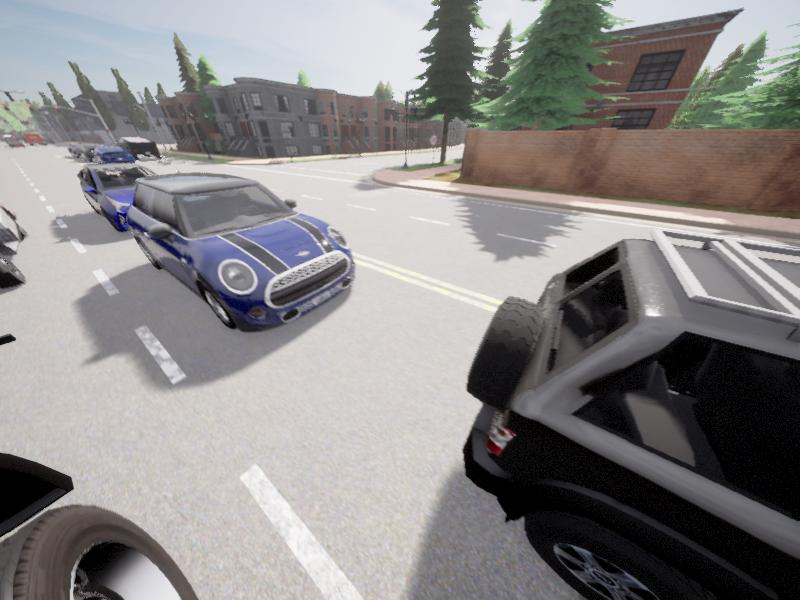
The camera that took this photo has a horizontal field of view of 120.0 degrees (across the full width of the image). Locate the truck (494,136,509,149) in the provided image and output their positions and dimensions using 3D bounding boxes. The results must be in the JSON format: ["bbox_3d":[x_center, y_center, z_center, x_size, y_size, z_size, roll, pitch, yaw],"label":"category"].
[{"bbox_3d":[25.416,-39.461,57.883,2.627,2.467,5.204,14,37,18],"label":"truck"}]

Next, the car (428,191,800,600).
[{"bbox_3d":[2.669,1.005,0.879,4.605,1.855,1.932,22,41,28],"label":"car"}]

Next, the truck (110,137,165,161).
[{"bbox_3d":[-30.048,-17.358,26.417,6.274,2.098,2.390,22,41,28],"label":"truck"}]

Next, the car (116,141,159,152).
[{"bbox_3d":[-46.274,-27.248,40.847,2.007,1.525,4.514,22,41,27],"label":"car"}]

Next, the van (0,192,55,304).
[{"bbox_3d":[-9.440,-1.697,4.119,6.366,2.431,2.351,22,41,28],"label":"van"}]

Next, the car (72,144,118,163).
[{"bbox_3d":[-31.835,-15.376,24.115,4.892,1.490,1.837,22,41,28],"label":"car"}]

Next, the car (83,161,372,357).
[{"bbox_3d":[-2.986,-1.268,4.121,4.553,1.767,2.097,22,41,28],"label":"car"}]

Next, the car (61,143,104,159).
[{"bbox_3d":[-38.089,-17.889,27.706,5.357,1.411,2.033,22,41,28],"label":"car"}]

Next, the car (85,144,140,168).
[{"bbox_3d":[-25.660,-12.876,20.590,5.008,1.535,1.882,22,41,28],"label":"car"}]

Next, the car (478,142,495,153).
[{"bbox_3d":[16.134,-28.389,42.961,1.816,1.474,4.193,20,40,25],"label":"car"}]

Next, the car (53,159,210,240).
[{"bbox_3d":[-8.504,-3.410,7.339,4.514,1.525,2.007,22,41,28],"label":"car"}]
